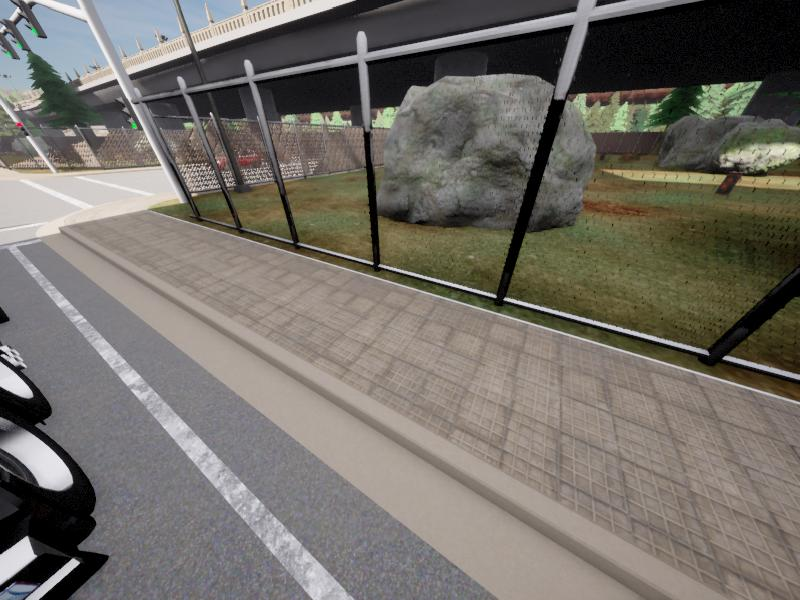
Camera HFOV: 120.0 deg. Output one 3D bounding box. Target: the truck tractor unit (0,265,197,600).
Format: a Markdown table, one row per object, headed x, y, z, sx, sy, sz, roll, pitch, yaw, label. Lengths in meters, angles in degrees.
| x | y | z | sx | sy | sz | roll | pitch | yaw | label |
| --- | --- | --- | --- | --- | --- | --- | --- | --- | --- |
| -5.113 | -0.299 | 0.777 | 6.516 | 4.208 | 3.053 | 18 | 39 | 24 | truck tractor unit |

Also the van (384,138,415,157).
| x | y | z | sx | sy | sz | roll | pitch | yaw | label |
| --- | --- | --- | --- | --- | --- | --- | --- | --- | --- |
| 0.042 | -25.430 | 38.475 | 2.351 | 2.431 | 6.366 | 18 | 39 | 24 | van |
